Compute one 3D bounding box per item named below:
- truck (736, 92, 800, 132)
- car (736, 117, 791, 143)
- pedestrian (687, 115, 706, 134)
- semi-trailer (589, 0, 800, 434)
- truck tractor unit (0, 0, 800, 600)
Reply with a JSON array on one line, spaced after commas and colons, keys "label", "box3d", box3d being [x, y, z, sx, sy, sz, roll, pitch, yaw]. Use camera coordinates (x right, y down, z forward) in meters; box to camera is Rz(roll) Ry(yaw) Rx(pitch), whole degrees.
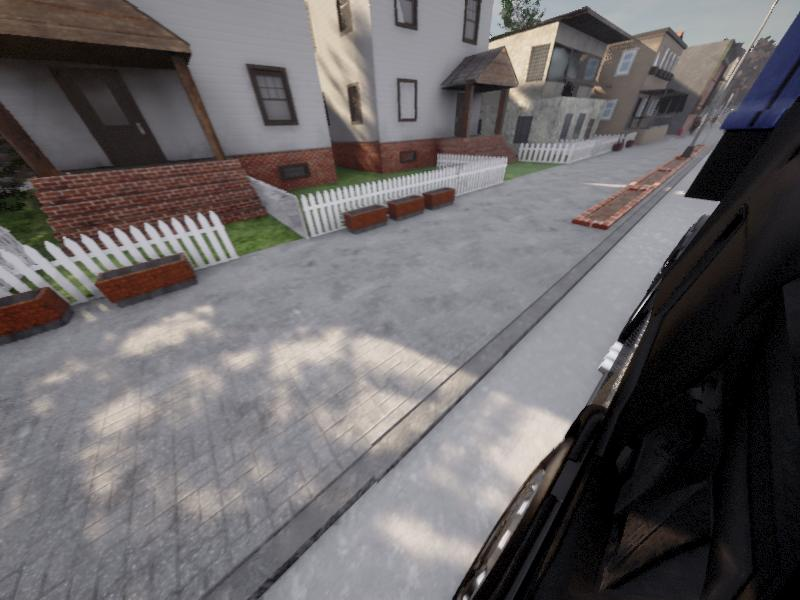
[{"label": "truck", "box3d": [49.633, -25.425, 31.421, 8.468, 3.827, 2.891, -28, 44, -30]}, {"label": "car", "box3d": [32.519, -15.381, 20.858, 5.238, 1.638, 1.930, -29, 44, -31]}, {"label": "pedestrian", "box3d": [38.221, -22.584, 29.778, 0.751, 1.860, 0.751, -29, 44, -31]}, {"label": "semi-trailer", "box3d": [9.360, -3.045, 3.439, 14.254, 4.402, 2.717, -20, 39, -21]}, {"label": "truck tractor unit", "box3d": [2.645, -0.295, 0.351, 6.516, 4.208, 3.053, -28, 44, -30]}]
